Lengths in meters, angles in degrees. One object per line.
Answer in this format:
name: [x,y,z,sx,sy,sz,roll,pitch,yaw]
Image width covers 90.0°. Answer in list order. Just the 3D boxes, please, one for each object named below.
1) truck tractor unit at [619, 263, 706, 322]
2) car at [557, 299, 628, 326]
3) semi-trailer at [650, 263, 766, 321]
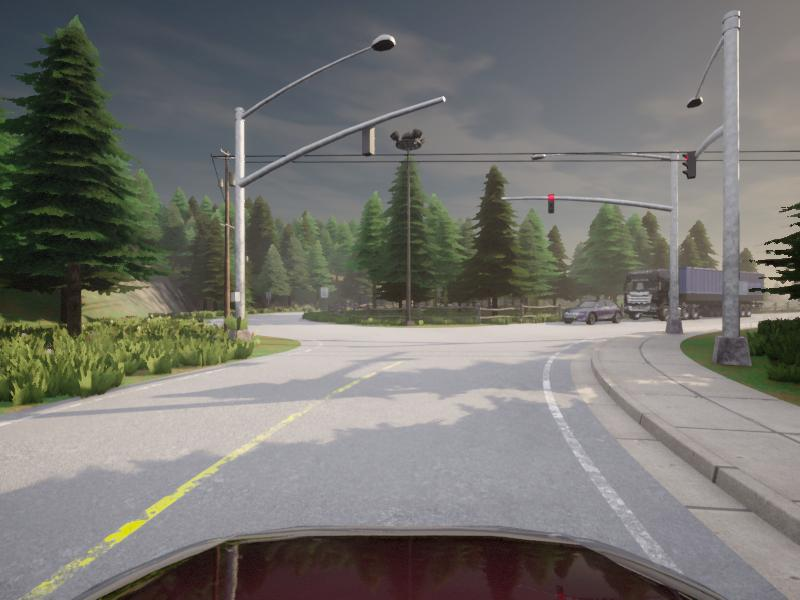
truck tractor unit: [20.594,-0.510,31.374,6.516,4.208,3.053,0,0,-29]
car: [13.015,0.778,26.981,4.856,1.649,2.033,0,0,-31]
semi-trailer: [27.487,-0.617,35.265,14.254,4.402,2.717,0,0,-29]
